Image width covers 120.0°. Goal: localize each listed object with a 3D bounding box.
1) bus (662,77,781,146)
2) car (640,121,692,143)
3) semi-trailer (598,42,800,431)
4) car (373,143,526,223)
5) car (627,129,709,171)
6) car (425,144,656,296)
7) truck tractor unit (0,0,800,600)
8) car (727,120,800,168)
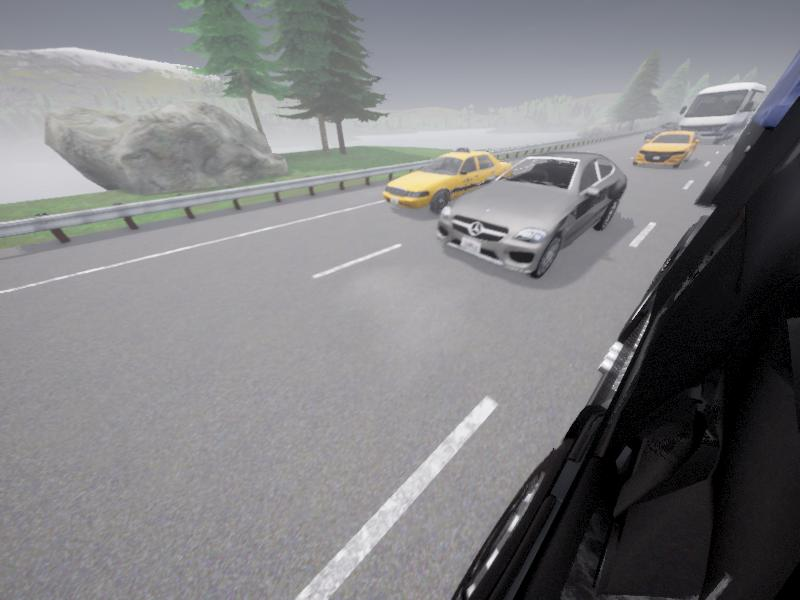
[{"bbox_3d":[30.387,-17.546,21.876,10.273,4.253,3.944,-25,41,-26],"label":"bus"},{"bbox_3d":[28.794,-18.234,25.054,4.611,1.667,2.242,-23,41,-25],"label":"car"},{"bbox_3d":[8.691,-3.590,4.263,14.254,4.402,2.717,-28,44,-30],"label":"semi-trailer"},{"bbox_3d":[1.877,-4.278,7.940,5.366,1.575,1.801,-28,44,-30],"label":"car"},{"bbox_3d":[14.870,-8.401,12.773,5.008,1.535,1.882,-28,44,-30],"label":"car"},{"bbox_3d":[3.136,-2.227,5.087,5.027,1.651,2.152,-28,44,-30],"label":"car"},{"bbox_3d":[2.645,-0.295,0.351,6.516,4.208,3.053,-28,44,-30],"label":"truck tractor unit"},{"bbox_3d":[19.716,-8.336,12.202,4.553,1.767,2.097,-28,44,-30],"label":"car"}]
